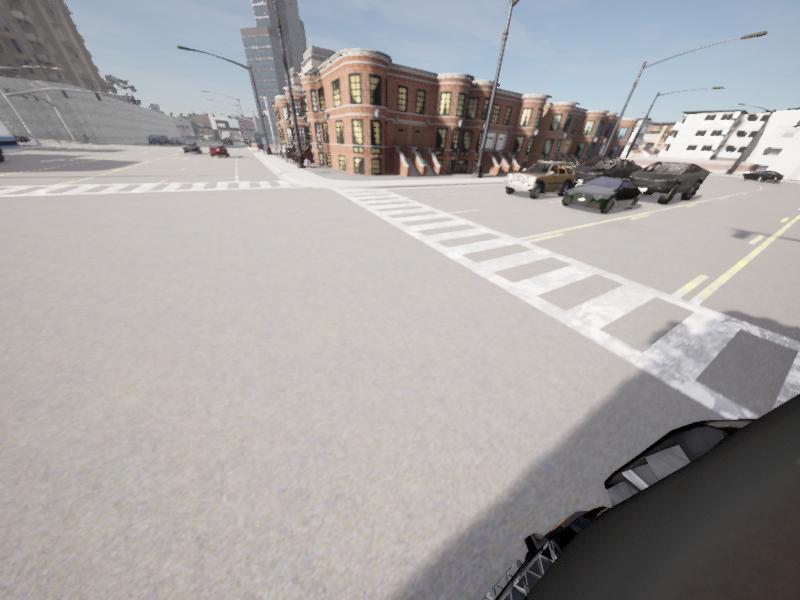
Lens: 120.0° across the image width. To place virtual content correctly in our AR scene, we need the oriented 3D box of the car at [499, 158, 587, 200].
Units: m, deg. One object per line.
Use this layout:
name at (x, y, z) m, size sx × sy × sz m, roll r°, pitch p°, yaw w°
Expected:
car at (8.519, -7.278, 13.827) m, size 4.605 × 1.855 × 1.932 m, roll -16°, pitch 38°, yaw -26°

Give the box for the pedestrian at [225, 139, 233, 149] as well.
pedestrian at (-39.499, -36.098, 53.397) m, size 0.751 × 1.860 × 0.751 m, roll -23°, pitch 41°, yaw -33°

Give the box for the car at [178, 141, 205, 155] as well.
car at (-30.013, -22.066, 33.416) m, size 2.128 × 1.511 × 4.902 m, roll -16°, pitch 38°, yaw -26°

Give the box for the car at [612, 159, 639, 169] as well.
car at (55.822, -33.808, 57.278) m, size 1.905 × 1.878 × 3.866 m, roll -14°, pitch 37°, yaw -24°

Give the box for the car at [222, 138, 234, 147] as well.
car at (-49.867, -45.879, 67.171) m, size 2.150 × 2.045 × 5.566 m, roll -16°, pitch 38°, yaw -26°

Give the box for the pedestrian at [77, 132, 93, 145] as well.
pedestrian at (-55.018, -28.219, 40.366) m, size 0.751 × 1.860 × 0.751 m, roll -13°, pitch 37°, yaw -22°

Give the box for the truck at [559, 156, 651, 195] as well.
truck at (15.164, -9.268, 17.124) m, size 6.274 × 2.098 × 2.390 m, roll -16°, pitch 38°, yaw -26°

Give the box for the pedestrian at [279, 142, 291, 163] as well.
pedestrian at (-12.420, -15.965, 24.966) m, size 0.751 × 1.860 × 0.751 m, roll -15°, pitch 37°, yaw -24°

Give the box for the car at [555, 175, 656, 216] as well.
car at (10.088, -5.275, 11.401) m, size 4.181 × 1.385 × 1.994 m, roll -16°, pitch 38°, yaw -26°

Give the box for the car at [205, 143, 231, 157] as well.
car at (-24.507, -20.391, 31.348) m, size 2.163 × 1.488 × 4.792 m, roll -16°, pitch 38°, yaw -26°

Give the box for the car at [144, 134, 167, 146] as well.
car at (-57.011, -37.493, 54.036) m, size 2.150 × 2.045 × 5.566 m, roll -16°, pitch 38°, yaw -26°

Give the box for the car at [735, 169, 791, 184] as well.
car at (54.553, -18.775, 34.912) m, size 1.882 × 1.535 × 5.008 m, roll 13°, pitch 35°, yaw 14°

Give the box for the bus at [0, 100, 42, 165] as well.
bus at (-28.429, -10.220, 13.280) m, size 3.944 × 4.253 × 10.273 m, roll -16°, pitch 38°, yaw -26°

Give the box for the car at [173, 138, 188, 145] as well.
car at (-57.525, -41.653, 60.696) m, size 1.882 × 1.535 × 5.008 m, roll -16°, pitch 38°, yaw -26°

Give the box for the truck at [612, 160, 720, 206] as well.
truck at (16.763, -7.483, 14.567) m, size 6.274 × 2.098 × 2.390 m, roll -16°, pitch 38°, yaw -26°

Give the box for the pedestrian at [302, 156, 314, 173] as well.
pedestrian at (-6.950, -10.233, 17.465) m, size 0.500 × 1.100 × 0.500 m, roll -24°, pitch 42°, yaw -34°
